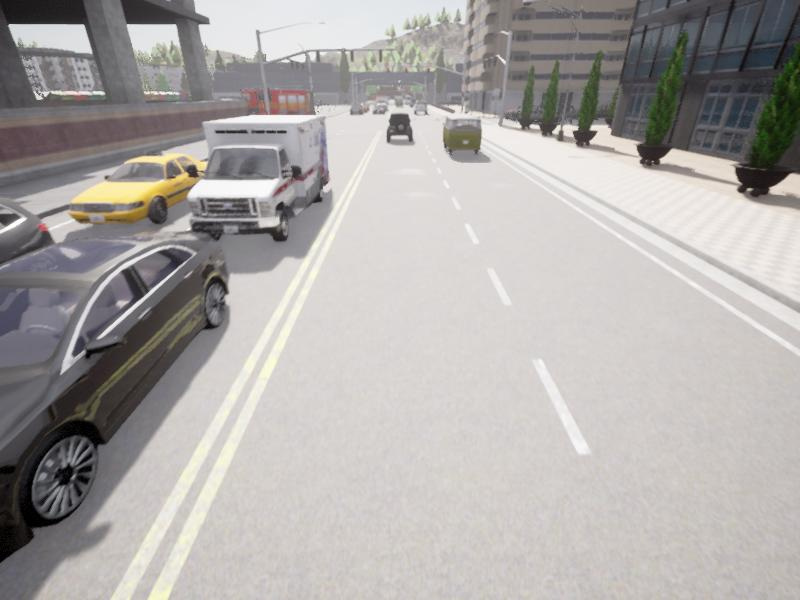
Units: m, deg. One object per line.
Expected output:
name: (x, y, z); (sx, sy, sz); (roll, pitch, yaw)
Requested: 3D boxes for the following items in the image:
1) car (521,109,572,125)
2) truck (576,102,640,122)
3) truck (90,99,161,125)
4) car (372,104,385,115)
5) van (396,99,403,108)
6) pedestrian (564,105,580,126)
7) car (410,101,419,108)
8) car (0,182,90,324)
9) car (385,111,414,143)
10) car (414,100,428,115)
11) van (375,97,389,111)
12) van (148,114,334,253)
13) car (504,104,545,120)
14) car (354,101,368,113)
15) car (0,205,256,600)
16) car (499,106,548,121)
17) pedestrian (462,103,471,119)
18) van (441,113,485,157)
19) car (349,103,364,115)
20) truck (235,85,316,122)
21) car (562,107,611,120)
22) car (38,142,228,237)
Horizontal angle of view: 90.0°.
car: (15.783, -19.829, 43.320); (4.514, 1.525, 2.007); (-1, 27, -2)
truck: (25.621, -23.319, 49.491); (6.274, 2.098, 2.390); (1, 27, 0)
truck: (-29.181, -20.089, 42.707); (5.204, 2.467, 2.627); (0, 27, 0)
car: (-3.556, -31.800, 66.782); (1.970, 1.475, 3.806); (0, 27, 0)
van: (-0.083, -48.467, 98.481); (1.775, 1.987, 4.442); (0, 27, 0)
pedestrian: (16.918, -18.194, 39.399); (0.751, 1.860, 0.751); (-10, 29, -18)
car: (3.421, -46.578, 95.280); (1.845, 1.501, 3.633); (0, 27, 0)
car: (-7.005, -0.212, 5.169); (2.242, 1.667, 4.611); (0, 27, 0)
car: (-0.023, -12.513, 28.814); (1.905, 1.878, 3.866); (0, 27, 0)
car: (3.444, -32.189, 66.844); (2.150, 2.045, 5.566); (0, 27, 0)
van: (-3.570, -39.570, 80.720); (2.351, 2.431, 6.366); (0, 27, 0)
van: (-3.511, -3.544, 10.817); (2.351, 2.431, 6.366); (0, 27, 0)
car: (16.270, -24.804, 52.679); (4.553, 1.767, 2.097); (0, 27, 0)
car: (-7.061, -34.846, 72.254); (2.097, 1.767, 4.553); (0, 27, 0)
car: (-3.502, 0.346, 4.268); (2.128, 1.511, 4.902); (0, 27, 0)
car: (15.246, -23.115, 49.570); (5.238, 1.638, 1.930); (0, 27, -1)
pedestrian: (8.703, -24.658, 52.290); (0.751, 1.860, 0.751); (-9, 29, -17)
van: (3.481, -9.594, 23.051); (1.775, 1.987, 4.442); (0, 27, 0)
car: (-7.055, -31.198, 65.328); (2.033, 1.649, 4.856); (0, 27, 0)
truck: (-14.922, -23.880, 48.614); (8.468, 3.827, 2.891); (3, 27, 6)
car: (24.496, -24.617, 52.772); (5.357, 1.411, 2.033); (0, 27, 0)
car: (-7.010, -3.415, 11.484); (1.801, 1.575, 5.366); (0, 27, 0)
